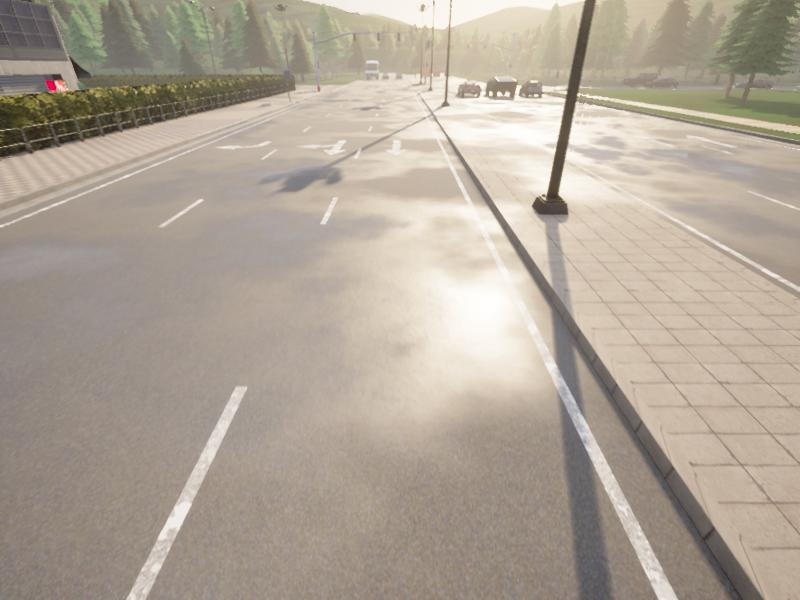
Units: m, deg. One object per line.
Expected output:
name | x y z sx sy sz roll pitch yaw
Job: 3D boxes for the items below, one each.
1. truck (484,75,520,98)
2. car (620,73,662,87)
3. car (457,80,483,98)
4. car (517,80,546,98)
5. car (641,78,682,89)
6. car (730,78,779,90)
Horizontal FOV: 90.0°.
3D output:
truck | 11.539 -24.491 45.841 2.390 2.098 6.274 0 30 0
car | 41.208 -37.684 68.497 5.566 2.045 2.150 0 30 0
car | 8.035 -24.481 46.293 2.152 1.651 5.027 0 30 0
car | 15.039 -24.247 45.913 1.851 1.617 3.988 0 30 0
car | 40.854 -33.922 62.591 4.892 1.490 1.837 0 30 0
car | 52.656 -32.074 59.498 4.902 1.511 2.128 0 30 0
